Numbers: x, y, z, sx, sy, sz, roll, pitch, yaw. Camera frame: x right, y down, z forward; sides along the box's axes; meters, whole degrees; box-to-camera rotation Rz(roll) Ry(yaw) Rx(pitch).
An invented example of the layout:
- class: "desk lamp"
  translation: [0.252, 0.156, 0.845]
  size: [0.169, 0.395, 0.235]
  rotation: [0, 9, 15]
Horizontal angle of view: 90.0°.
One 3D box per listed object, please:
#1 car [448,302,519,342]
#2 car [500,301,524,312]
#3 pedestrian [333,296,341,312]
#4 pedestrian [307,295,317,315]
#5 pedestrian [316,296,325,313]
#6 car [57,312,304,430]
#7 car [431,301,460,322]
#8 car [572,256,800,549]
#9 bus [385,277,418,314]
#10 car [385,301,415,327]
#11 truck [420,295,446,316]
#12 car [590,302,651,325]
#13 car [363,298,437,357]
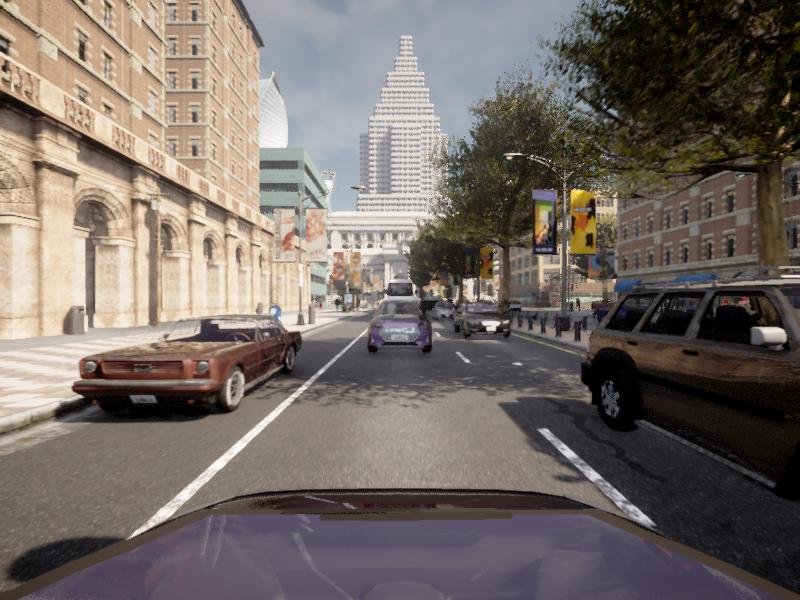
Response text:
- class: "car"
  translation: [3.496, 0.843, 17.757]
  size: [2.128, 1.511, 4.902]
  rotation: [0, 0, 0]
- class: "car"
  translation: [14.992, 0.846, 53.941]
  size: [2.007, 1.525, 4.514]
  rotation: [0, 0, 0]
- class: "pedestrian"
  translation: [-7.710, 0.501, 49.106]
  size: [0.751, 1.860, 0.751]
  rotation: [0, 0, 8]
- class: "pedestrian"
  translation: [-8.361, 0.497, 38.087]
  size: [0.751, 1.860, 0.751]
  rotation: [0, 0, 9]
- class: "pedestrian"
  translation: [-8.916, 0.499, 44.998]
  size: [0.751, 1.860, 0.751]
  rotation: [0, 0, 5]
- class: "car"
  translation: [-3.251, 0.941, 7.250]
  size: [1.895, 1.301, 4.718]
  rotation: [0, 0, 0]
- class: "car"
  translation: [3.494, 0.837, 31.323]
  size: [1.845, 1.501, 3.633]
  rotation: [0, 0, 0]
- class: "car"
  translation: [3.497, 0.656, 3.578]
  size: [1.932, 1.855, 4.605]
  rotation: [0, -1, 0]
- class: "bus"
  translation: [0.133, -0.518, 52.090]
  size: [3.944, 4.253, 10.273]
  rotation: [0, 0, 0]
- class: "car"
  translation: [-0.005, 0.849, 27.015]
  size: [1.837, 1.490, 4.892]
  rotation: [0, 1, 0]
- class: "truck"
  translation: [3.493, 0.557, 43.785]
  size: [2.390, 2.098, 6.274]
  rotation: [0, 0, 0]
- class: "car"
  translation: [14.994, 0.863, 27.486]
  size: [1.816, 1.474, 4.193]
  rotation: [0, 0, 0]
- class: "car"
  translation: [-0.004, 0.784, 13.496]
  size: [2.033, 1.649, 4.856]
  rotation: [0, -1, 0]
